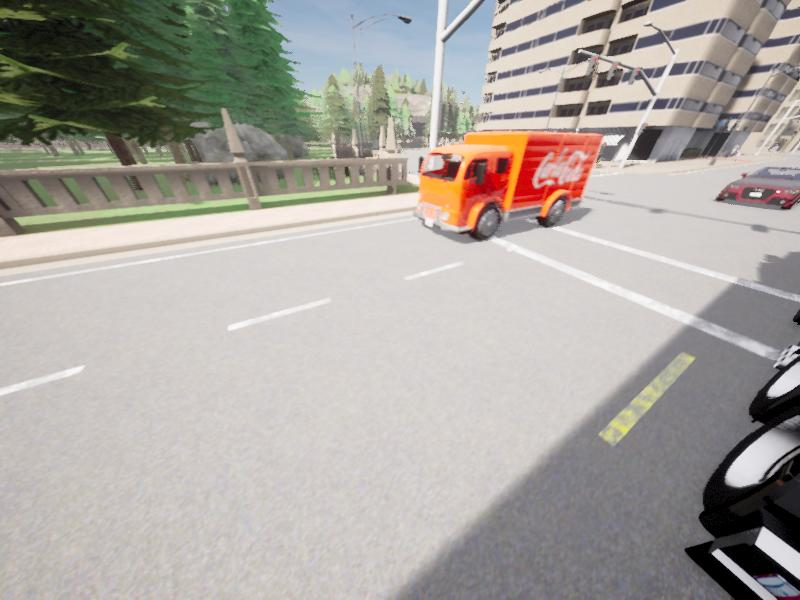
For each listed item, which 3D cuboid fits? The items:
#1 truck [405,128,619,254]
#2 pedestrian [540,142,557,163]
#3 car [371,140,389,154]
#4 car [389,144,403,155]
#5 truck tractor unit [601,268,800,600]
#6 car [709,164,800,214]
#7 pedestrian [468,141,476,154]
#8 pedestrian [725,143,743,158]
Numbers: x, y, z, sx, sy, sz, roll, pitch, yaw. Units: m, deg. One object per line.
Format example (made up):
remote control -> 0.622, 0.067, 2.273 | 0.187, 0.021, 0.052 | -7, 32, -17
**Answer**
truck -> 3.077, -3.525, 6.924 | 5.204, 2.467, 2.627 | -18, 39, -24
pedestrian -> 16.315, -16.251, 25.439 | 0.751, 1.860, 0.751 | -19, 39, -25
car -> -3.776, -29.906, 45.018 | 2.150, 2.045, 5.566 | 7, 35, 9
car -> -0.727, -27.644, 42.325 | 1.812, 1.442, 4.674 | 5, 35, 6
truck tractor unit -> 5.118, -0.293, 0.774 | 6.516, 4.208, 3.053 | -18, 39, -24
car -> 15.905, -4.892, 9.910 | 4.181, 1.385, 1.994 | -18, 39, -24
pedestrian -> 12.453, -26.449, 40.048 | 0.751, 1.860, 0.751 | 0, 35, 0
pedestrian -> 52.125, -23.374, 36.070 | 0.751, 1.860, 0.751 | -19, 39, -25
